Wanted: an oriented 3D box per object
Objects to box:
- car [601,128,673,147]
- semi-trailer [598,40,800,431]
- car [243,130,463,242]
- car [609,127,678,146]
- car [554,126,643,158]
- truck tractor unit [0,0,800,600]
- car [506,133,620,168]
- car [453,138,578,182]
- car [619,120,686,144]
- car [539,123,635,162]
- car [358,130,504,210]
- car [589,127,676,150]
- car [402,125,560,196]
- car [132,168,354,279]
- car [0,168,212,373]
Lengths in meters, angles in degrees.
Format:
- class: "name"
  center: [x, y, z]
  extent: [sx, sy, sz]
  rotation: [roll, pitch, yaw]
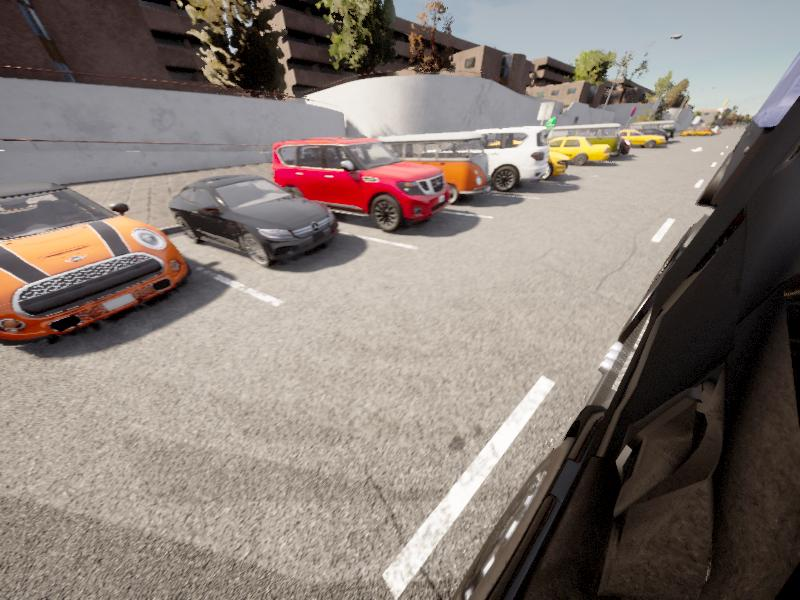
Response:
- class: "car"
  center: [23.685, -16.462, 23.443]
  extent: [4.674, 1.452, 2.002]
  rotation: [17, 40, 25]
- class: "semi-trailer"
  center: [8.700, -3.584, 4.256]
  extent: [14.254, 4.402, 2.717]
  rotation: [-28, 44, -30]
- class: "car"
  center: [-1.374, -3.552, 6.781]
  extent: [5.566, 2.045, 2.435]
  rotation: [17, 40, 25]
- class: "car"
  center: [25.967, -17.649, 24.936]
  extent: [4.674, 1.452, 2.002]
  rotation: [17, 41, 25]
- class: "car"
  center: [14.533, -11.838, 17.355]
  extent: [4.553, 1.767, 2.185]
  rotation: [17, 40, 25]
- class: "truck tractor unit"
  center: [2.645, -0.295, 0.351]
  extent: [6.516, 4.208, 3.053]
  rotation: [-28, 44, -30]
- class: "car"
  center: [9.840, -9.393, 14.486]
  extent: [5.366, 1.575, 1.946]
  rotation: [17, 41, 25]
- class: "car"
  center: [5.442, -6.961, 11.417]
  extent: [5.008, 1.535, 2.097]
  rotation: [17, 40, 25]
- class: "car"
  center: [28.339, -19.029, 26.238]
  extent: [4.442, 1.987, 1.878]
  rotation: [17, 40, 25]
- class: "car"
  center: [12.378, -10.690, 15.735]
  extent: [4.442, 1.987, 1.878]
  rotation: [17, 40, 25]
- class: "car"
  center: [0.979, -4.713, 8.245]
  extent: [4.442, 1.987, 1.878]
  rotation: [17, 40, 25]
- class: "car"
  center: [21.566, -15.256, 21.837]
  extent: [5.366, 1.575, 1.946]
  rotation: [17, 40, 25]
- class: "car"
  center: [3.129, -5.971, 9.778]
  extent: [5.566, 2.045, 2.435]
  rotation: [17, 41, 25]
- class: "car"
  center: [-3.669, -2.112, 5.478]
  extent: [4.674, 1.452, 2.002]
  rotation: [17, 41, 25]
- class: "car"
  center: [-5.978, -1.037, 3.912]
  extent: [4.553, 1.767, 2.185]
  rotation: [17, 41, 25]
